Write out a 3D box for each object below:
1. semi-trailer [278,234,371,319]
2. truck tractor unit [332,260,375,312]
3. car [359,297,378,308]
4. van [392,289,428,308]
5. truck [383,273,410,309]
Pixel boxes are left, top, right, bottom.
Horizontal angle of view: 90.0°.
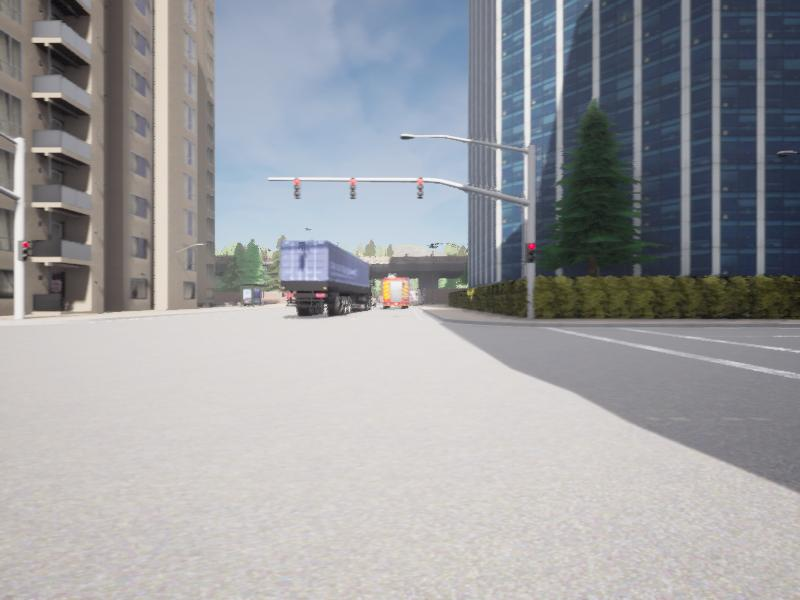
[{"bbox_3d":[-4.460,-1.224,27.841,2.717,4.402,14.254,0,0,4],"label":"semi-trailer"},{"bbox_3d":[-3.976,-1.122,35.741,3.053,4.208,6.516,0,0,1],"label":"truck tractor unit"},{"bbox_3d":[-3.830,0.342,49.405,1.895,1.301,4.718,0,0,1],"label":"car"},{"bbox_3d":[1.596,-0.204,59.824,2.351,2.431,6.366,-4,-2,30],"label":"van"},{"bbox_3d":[-0.355,-0.922,46.390,2.891,3.827,8.468,0,0,1],"label":"truck"}]
